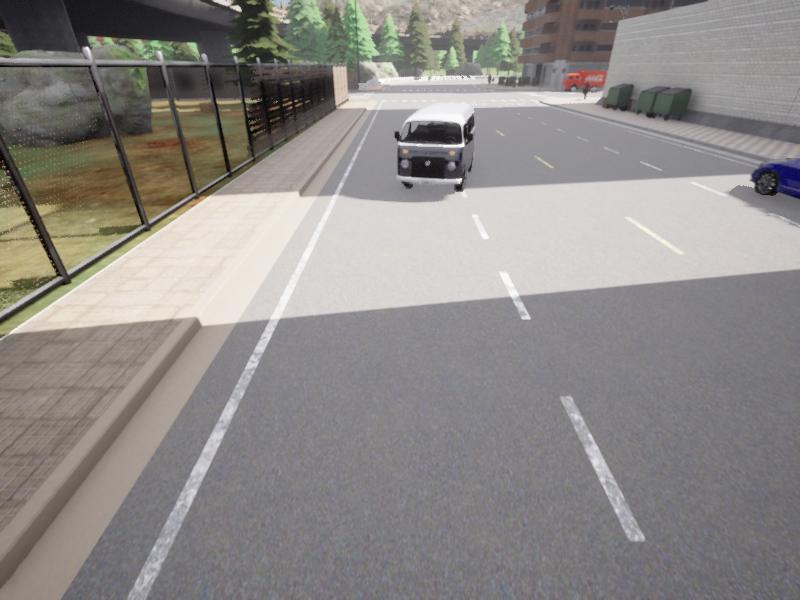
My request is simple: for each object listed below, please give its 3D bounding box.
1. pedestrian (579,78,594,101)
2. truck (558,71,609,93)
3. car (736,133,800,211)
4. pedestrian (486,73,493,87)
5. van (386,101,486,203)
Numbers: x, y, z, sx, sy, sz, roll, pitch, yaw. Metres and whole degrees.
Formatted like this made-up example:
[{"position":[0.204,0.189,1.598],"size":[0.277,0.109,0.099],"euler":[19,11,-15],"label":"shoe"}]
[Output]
[{"position":[17.530,-19.734,37.562],"size":[0.751,1.860,0.751],"euler":[19,35,29],"label":"pedestrian"},{"position":[24.586,-29.357,53.772],"size":[5.204,2.467,2.627],"euler":[0,30,0],"label":"truck"},{"position":[10.498,-2.768,9.222],"size":[1.816,1.474,4.193],"euler":[0,30,0],"label":"car"},{"position":[14.451,-35.469,64.465],"size":[0.751,1.860,0.751],"euler":[1,30,2],"label":"pedestrian"},{"position":[1.228,-4.576,11.826],"size":[2.069,2.038,4.480],"euler":[7,31,12],"label":"van"}]
